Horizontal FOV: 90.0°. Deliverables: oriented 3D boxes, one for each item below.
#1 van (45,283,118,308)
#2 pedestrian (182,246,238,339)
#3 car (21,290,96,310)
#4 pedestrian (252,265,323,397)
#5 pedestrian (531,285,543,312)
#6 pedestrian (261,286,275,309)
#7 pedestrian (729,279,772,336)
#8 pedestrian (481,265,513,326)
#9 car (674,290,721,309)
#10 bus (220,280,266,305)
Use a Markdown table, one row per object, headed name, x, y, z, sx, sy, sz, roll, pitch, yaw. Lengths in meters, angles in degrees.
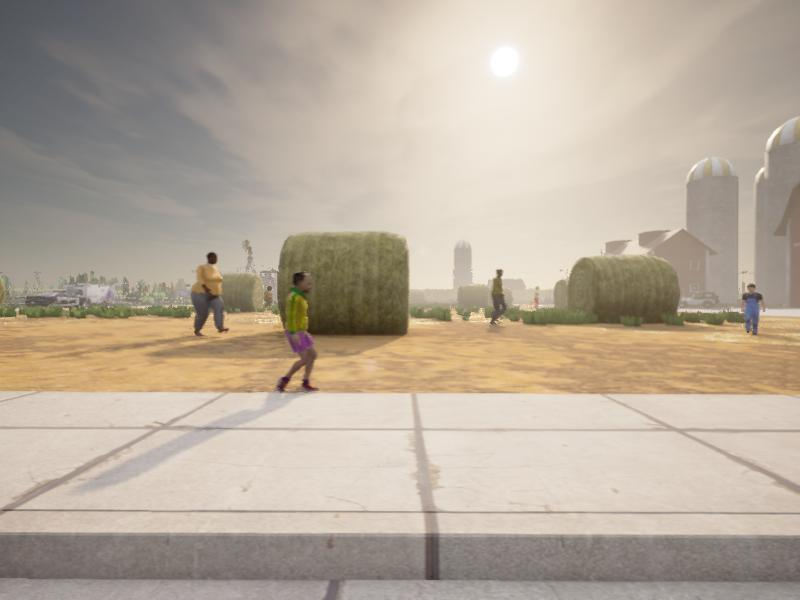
| name | x | y | z | sx | sy | sz | roll | pitch | yaw |
| --- | --- | --- | --- | --- | --- | --- | --- | --- | --- |
| van | -33.095 | -0.395 | 41.890 | 2.351 | 2.431 | 6.366 | 0 | 0 | 3 |
| pedestrian | -4.040 | -0.150 | 8.540 | 0.751 | 1.860 | 0.751 | 0 | 0 | 22 |
| car | -29.910 | 0.012 | 35.299 | 1.930 | 1.638 | 5.238 | 0 | 0 | 3 |
| pedestrian | -0.987 | 0.260 | 3.589 | 0.500 | 1.100 | 0.500 | 0 | 0 | -1 |
| pedestrian | 9.600 | -0.104 | 28.037 | 0.751 | 1.860 | 0.751 | 0 | 0 | 26 |
| pedestrian | -10.421 | -0.191 | 31.679 | 0.751 | 1.860 | 0.751 | 0 | 0 | 27 |
| pedestrian | 8.408 | 0.173 | 9.588 | 0.751 | 1.300 | 0.751 | 0 | 0 | 43 |
| pedestrian | 3.071 | -0.130 | 12.642 | 0.751 | 1.860 | 0.751 | 0 | 0 | 36 |
| car | 33.316 | -0.001 | 44.801 | 1.905 | 1.878 | 3.866 | -8 | 4 | -43 |
| bus | -28.223 | -1.290 | 72.670 | 3.944 | 4.253 | 10.273 | 0 | 0 | 3 |
